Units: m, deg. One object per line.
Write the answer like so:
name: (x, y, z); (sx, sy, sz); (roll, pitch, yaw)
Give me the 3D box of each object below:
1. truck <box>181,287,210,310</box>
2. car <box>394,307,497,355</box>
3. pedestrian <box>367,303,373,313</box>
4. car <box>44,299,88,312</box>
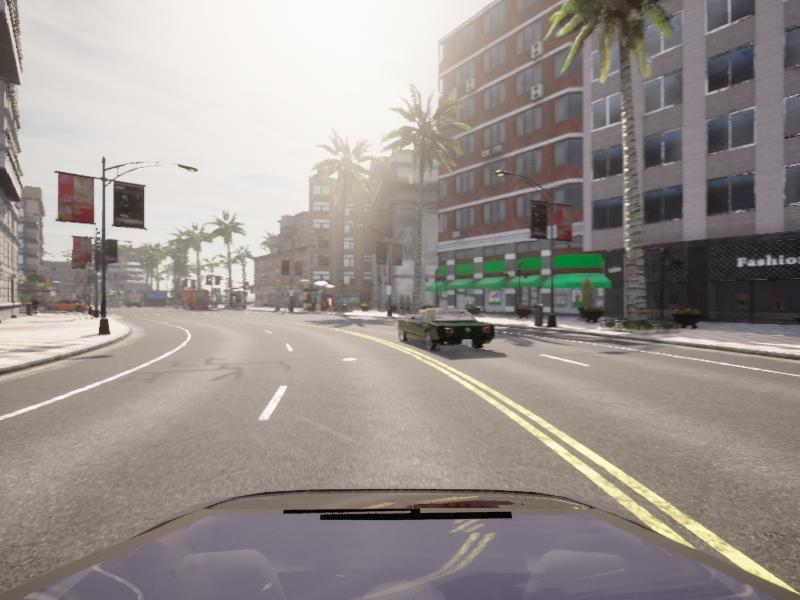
truck: (-36.972, -0.257, 72.083); (2.891, 3.827, 8.468); (0, 0, -39)
car: (1.362, 0.947, 14.078); (1.895, 1.301, 4.718); (0, 0, -17)
pedestrian: (-3.383, 0.883, 44.874); (0.500, 1.100, 0.500); (0, 0, -37)
car: (-47.014, 0.761, 56.459); (4.553, 1.767, 2.097); (0, 0, -31)
